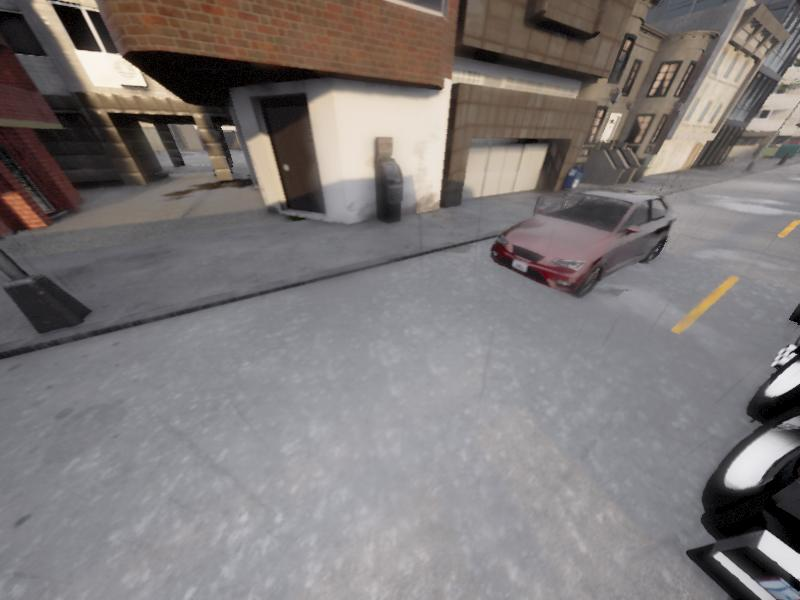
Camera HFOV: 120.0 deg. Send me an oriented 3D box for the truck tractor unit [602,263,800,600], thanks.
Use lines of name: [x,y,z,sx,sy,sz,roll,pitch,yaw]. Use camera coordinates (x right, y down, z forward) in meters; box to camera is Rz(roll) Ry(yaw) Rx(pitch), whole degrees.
truck tractor unit: [5.110,-0.303,0.784,6.516,4.208,3.053,-18,39,-24]

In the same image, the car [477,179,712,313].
car: [3.938,-1.438,4.802,4.193,1.474,1.816,-18,39,-24]
